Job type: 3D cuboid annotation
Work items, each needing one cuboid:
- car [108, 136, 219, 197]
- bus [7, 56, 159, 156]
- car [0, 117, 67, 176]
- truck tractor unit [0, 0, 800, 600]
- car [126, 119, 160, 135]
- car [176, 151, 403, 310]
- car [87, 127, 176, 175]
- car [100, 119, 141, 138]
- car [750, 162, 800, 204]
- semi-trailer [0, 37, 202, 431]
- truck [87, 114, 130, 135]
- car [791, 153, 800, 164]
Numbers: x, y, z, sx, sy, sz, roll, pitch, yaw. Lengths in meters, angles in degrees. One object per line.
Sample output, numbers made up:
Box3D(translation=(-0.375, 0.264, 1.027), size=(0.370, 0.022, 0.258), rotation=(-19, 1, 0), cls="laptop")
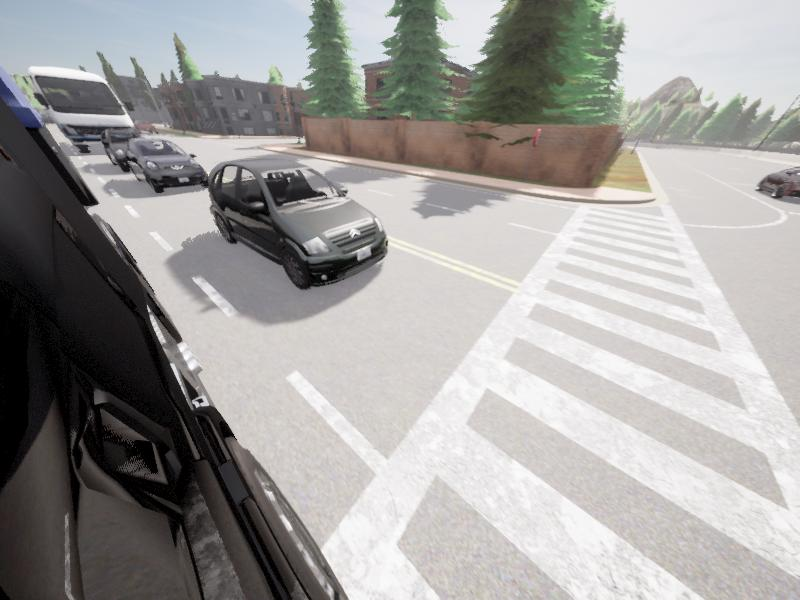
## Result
Box3D(translation=(-8.951, -5.191, 8.767), size=(3.633, 1.501, 1.845), rotation=(27, 43, 29), cls="car")
Box3D(translation=(-22.516, -13.410, 16.665), size=(10.273, 4.253, 3.944), rotation=(27, 43, 30), cls="bus")
Box3D(translation=(-17.460, -7.035, 10.418), size=(4.605, 1.855, 1.932), rotation=(27, 43, 29), cls="car")
Box3D(translation=(-2.645, -0.295, 0.351), size=(6.516, 4.208, 3.053), rotation=(28, 44, 30), cls="truck tractor unit")
Box3D(translation=(-38.488, -25.907, 34.590), size=(5.027, 1.651, 2.152), rotation=(27, 43, 29), cls="car")
Box3D(translation=(-2.109, -1.710, 4.467), size=(3.988, 1.617, 1.851), rotation=(27, 43, 29), cls="car")
Box3D(translation=(-13.437, -7.543, 11.572), size=(3.988, 1.617, 1.851), rotation=(27, 43, 29), cls="car")
Box3D(translation=(-34.260, -21.021, 28.311), size=(5.027, 1.651, 2.152), rotation=(27, 43, 29), cls="car")
Box3D(translation=(20.513, -5.902, 11.673), size=(1.994, 1.385, 4.181), rotation=(28, 43, 29), cls="car")
Box3D(translation=(-8.749, -3.565, 4.186), size=(14.254, 4.402, 2.717), rotation=(28, 43, 29), cls="semi-trailer")
Box3D(translation=(-40.484, -24.435, 32.097), size=(6.274, 2.098, 2.390), rotation=(27, 43, 29), cls="truck")
Box3D(translation=(60.390, -20.631, 33.761), size=(1.970, 1.475, 3.806), rotation=(28, 43, 29), cls="car")
